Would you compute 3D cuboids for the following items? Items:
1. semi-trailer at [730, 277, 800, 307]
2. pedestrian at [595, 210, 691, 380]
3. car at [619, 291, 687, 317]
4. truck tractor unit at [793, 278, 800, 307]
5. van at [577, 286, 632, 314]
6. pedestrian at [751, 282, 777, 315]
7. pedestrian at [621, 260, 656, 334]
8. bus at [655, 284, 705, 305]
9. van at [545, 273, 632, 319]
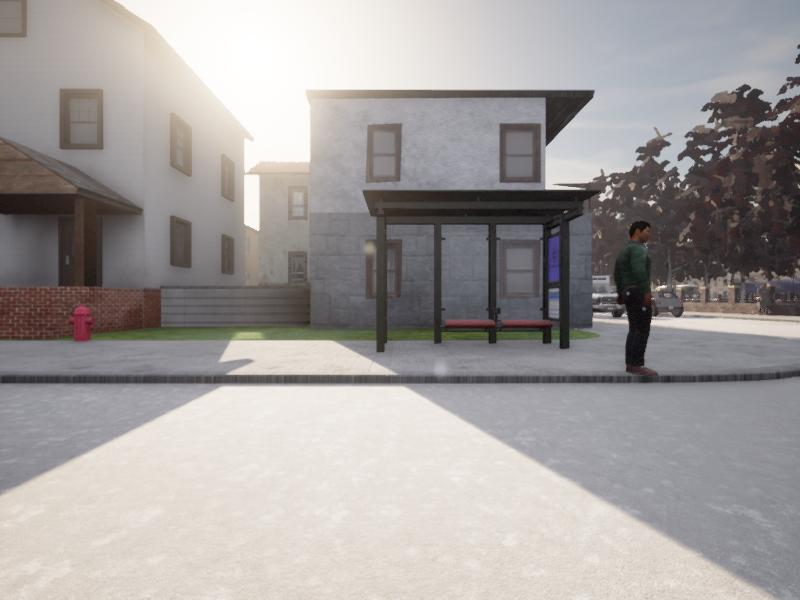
[{"bbox_3d":[60.790,-1.225,64.913,2.717,4.402,14.254,0,0,0],"label":"semi-trailer"},{"bbox_3d":[2.857,-0.054,4.784,0.751,1.860,0.751,0,0,9],"label":"pedestrian"},{"bbox_3d":[15.398,0.225,24.580,1.845,1.501,3.633,0,0,-1],"label":"car"},{"bbox_3d":[60.703,-1.126,57.000,3.053,4.208,6.516,0,0,1],"label":"truck tractor unit"},{"bbox_3d":[15.481,-0.003,30.586,1.775,1.987,4.442,0,0,-2],"label":"van"},{"bbox_3d":[20.617,-0.070,22.665,0.751,1.860,0.751,0,0,0],"label":"pedestrian"},{"bbox_3d":[6.213,-0.076,10.447,0.751,1.860,0.751,0,0,28],"label":"pedestrian"},{"bbox_3d":[60.733,-1.142,87.252,3.944,4.253,10.273,0,0,1],"label":"bus"},{"bbox_3d":[11.251,-0.224,24.582,2.351,2.431,6.366,0,0,0],"label":"van"}]
